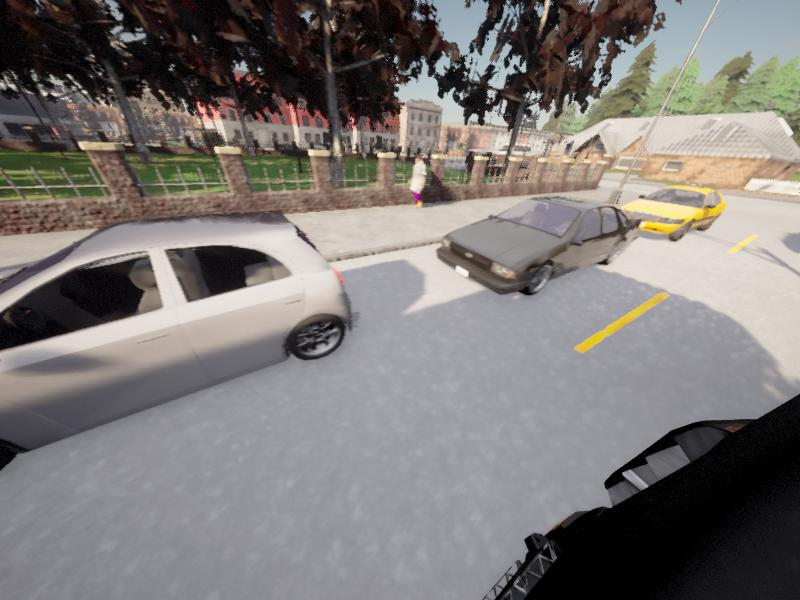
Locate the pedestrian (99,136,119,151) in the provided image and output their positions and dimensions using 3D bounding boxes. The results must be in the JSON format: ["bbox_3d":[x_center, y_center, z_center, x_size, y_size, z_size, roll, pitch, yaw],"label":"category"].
[{"bbox_3d":[-32.402,-17.445,25.768,0.751,1.300,0.751,-16,38,-26],"label":"pedestrian"}]

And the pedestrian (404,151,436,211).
[{"bbox_3d":[0.718,-4.445,8.676,0.751,1.860,0.751,-15,38,-25],"label":"pedestrian"}]

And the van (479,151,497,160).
[{"bbox_3d":[23.927,-39.143,62.683,4.442,1.987,1.775,-16,38,-26],"label":"van"}]

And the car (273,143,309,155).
[{"bbox_3d":[-17.747,-24.686,37.798,4.892,1.490,1.837,-16,39,-27],"label":"car"}]

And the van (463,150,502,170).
[{"bbox_3d":[10.945,-18.859,31.016,2.069,2.038,4.480,-16,38,-26],"label":"van"}]

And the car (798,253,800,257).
[{"bbox_3d":[13.951,-1.983,6.566,3.988,1.617,1.851,-16,38,-26],"label":"car"}]

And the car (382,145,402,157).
[{"bbox_3d":[-1.615,-30.854,47.943,3.866,1.878,1.905,6,34,4],"label":"car"}]

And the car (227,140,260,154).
[{"bbox_3d":[-23.571,-23.056,34.840,3.705,1.549,1.789,-16,38,-26],"label":"car"}]

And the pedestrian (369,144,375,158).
[{"bbox_3d":[-4.765,-25.428,39.416,0.751,1.860,0.751,-14,38,-24],"label":"pedestrian"}]

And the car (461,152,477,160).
[{"bbox_3d":[17.807,-37.233,59.713,3.633,1.501,1.845,-16,38,-26],"label":"car"}]

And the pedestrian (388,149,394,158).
[{"bbox_3d":[-1.606,-25.394,40.128,0.751,1.300,0.751,-17,39,-27],"label":"pedestrian"}]

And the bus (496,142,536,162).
[{"bbox_3d":[33.564,-42.717,66.752,10.273,4.253,3.944,-16,38,-26],"label":"bus"}]

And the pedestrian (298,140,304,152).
[{"bbox_3d":[-19.463,-30.245,45.361,0.751,1.860,0.751,-17,39,-28],"label":"pedestrian"}]

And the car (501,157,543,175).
[{"bbox_3d":[14.028,-15.525,26.772,1.845,1.501,3.633,-16,38,-26],"label":"car"}]

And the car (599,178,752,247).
[{"bbox_3d":[9.876,-3.334,8.262,5.366,1.575,1.801,-15,38,-25],"label":"car"}]

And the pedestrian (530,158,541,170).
[{"bbox_3d":[19.341,-19.443,33.010,0.751,1.300,0.751,-6,35,-14],"label":"pedestrian"}]

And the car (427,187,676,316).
[{"bbox_3d":[3.443,-1.511,5.189,5.357,1.411,2.033,-16,38,-26],"label":"car"}]

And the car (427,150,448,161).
[{"bbox_3d":[7.021,-26.931,43.149,1.845,1.501,3.633,-17,39,-27],"label":"car"}]

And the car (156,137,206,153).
[{"bbox_3d":[-29.792,-21.275,31.704,4.514,1.525,2.007,-16,38,-26],"label":"car"}]

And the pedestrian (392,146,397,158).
[{"bbox_3d":[-1.021,-26.222,40.906,0.751,1.860,0.751,-2,34,-7],"label":"pedestrian"}]

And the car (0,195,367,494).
[{"bbox_3d":[-2.415,0.026,2.297,3.633,1.501,1.845,-17,39,-27],"label":"car"}]

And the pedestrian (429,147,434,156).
[{"bbox_3d":[8.029,-38.186,59.436,0.751,1.860,0.751,30,42,34],"label":"pedestrian"}]
